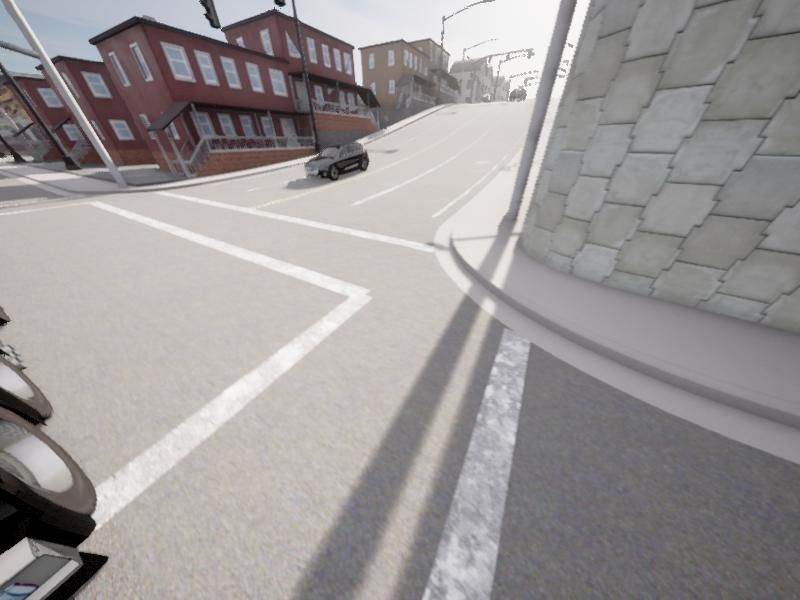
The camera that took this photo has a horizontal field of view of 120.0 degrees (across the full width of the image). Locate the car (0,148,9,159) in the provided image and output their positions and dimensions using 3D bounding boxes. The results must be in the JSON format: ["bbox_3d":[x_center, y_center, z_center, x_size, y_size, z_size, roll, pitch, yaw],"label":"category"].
[{"bbox_3d":[-68.477,-23.724,37.449,1.837,1.490,4.892,18,39,24],"label":"car"}]

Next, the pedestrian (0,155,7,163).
[{"bbox_3d":[-51.496,-18.435,29.321,0.751,1.860,0.751,17,39,24],"label":"pedestrian"}]

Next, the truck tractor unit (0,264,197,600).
[{"bbox_3d":[-5.111,-0.300,0.782,6.516,4.208,3.053,18,39,24],"label":"truck tractor unit"}]

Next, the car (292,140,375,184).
[{"bbox_3d":[-3.875,-8.802,14.511,2.033,1.649,4.856,18,44,24],"label":"car"}]
